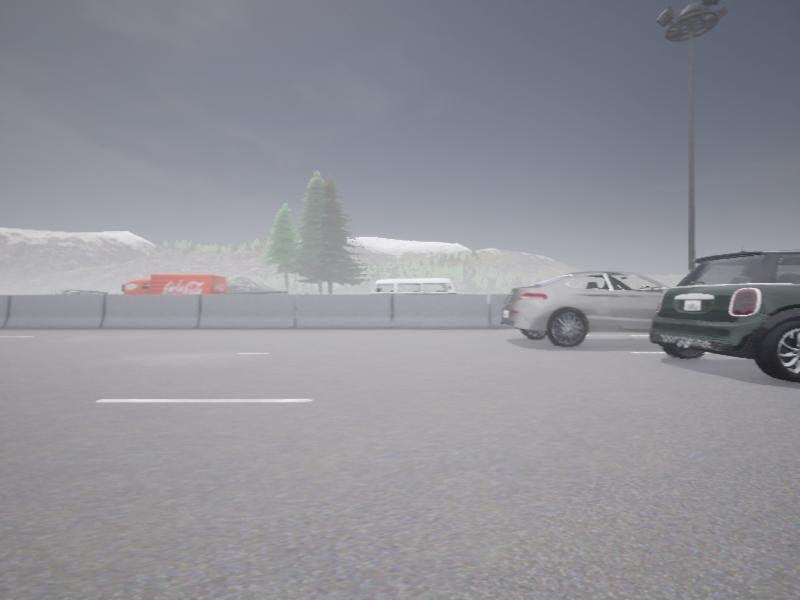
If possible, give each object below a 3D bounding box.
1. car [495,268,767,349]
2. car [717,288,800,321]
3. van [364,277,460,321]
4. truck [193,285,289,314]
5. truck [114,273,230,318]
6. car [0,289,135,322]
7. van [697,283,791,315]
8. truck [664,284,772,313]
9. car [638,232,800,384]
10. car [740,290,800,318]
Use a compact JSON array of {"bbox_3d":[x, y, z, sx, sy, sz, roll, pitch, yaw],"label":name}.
[{"bbox_3d":[4.946,0.176,9.201,5.027,1.651,2.152,0,0,0],"label":"car"},{"bbox_3d":[18.945,0.218,19.722,4.902,1.511,2.128,0,0,0],"label":"car"},{"bbox_3d":[0.554,-0.029,19.696,4.480,2.038,2.069,0,0,0],"label":"van"},{"bbox_3d":[-11.823,-0.045,30.170,6.274,2.098,2.390,0,0,0],"label":"truck"},{"bbox_3d":[-13.028,-0.230,23.173,5.204,2.467,2.627,0,0,0],"label":"truck"},{"bbox_3d":[-16.181,0.255,19.664,4.902,1.511,2.128,0,0,0],"label":"car"},{"bbox_3d":[22.859,-0.047,26.729,4.480,2.038,2.069,1,0,0],"label":"van"},{"bbox_3d":[23.857,-0.081,30.231,6.274,2.098,2.390,0,0,0],"label":"truck"},{"bbox_3d":[6.296,0.090,5.702,4.553,1.767,2.097,0,0,0],"label":"car"},{"bbox_3d":[23.123,0.200,23.230,4.974,1.542,2.038,-1,0,0],"label":"car"}]
